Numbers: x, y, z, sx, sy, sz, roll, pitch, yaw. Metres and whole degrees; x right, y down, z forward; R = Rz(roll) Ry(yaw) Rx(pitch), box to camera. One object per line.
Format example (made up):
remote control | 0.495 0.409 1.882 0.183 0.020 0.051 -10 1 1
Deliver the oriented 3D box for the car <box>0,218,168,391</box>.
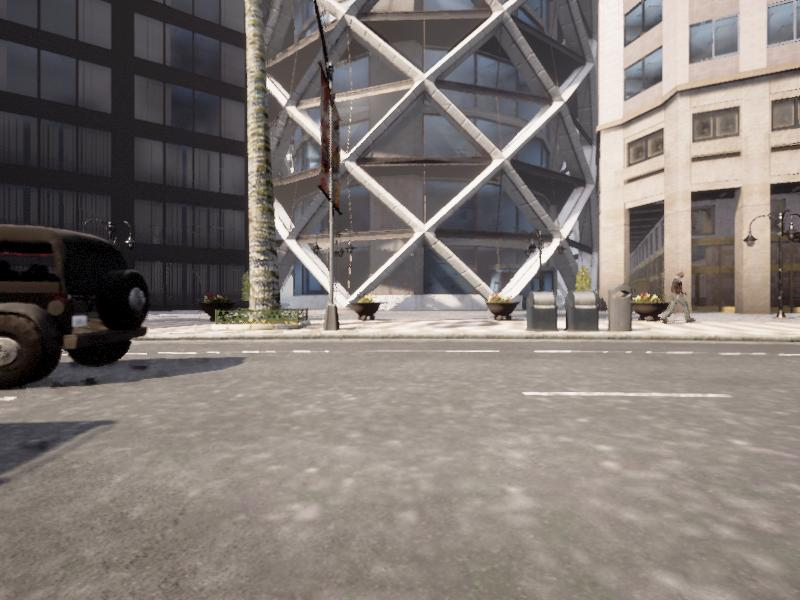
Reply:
car | -5.487 0.050 5.166 3.866 1.878 1.905 0 0 -8

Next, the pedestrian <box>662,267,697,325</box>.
pedestrian | 9.349 -0.124 13.407 0.751 1.860 0.751 0 0 13
